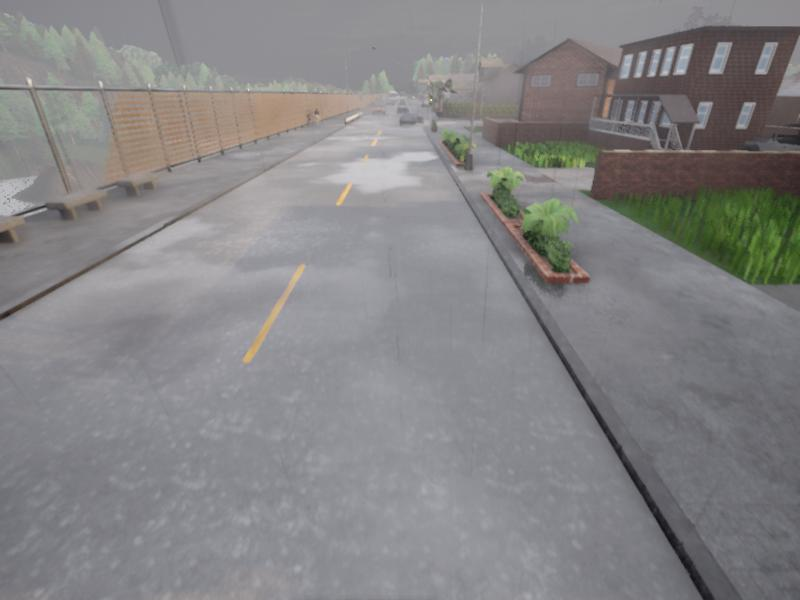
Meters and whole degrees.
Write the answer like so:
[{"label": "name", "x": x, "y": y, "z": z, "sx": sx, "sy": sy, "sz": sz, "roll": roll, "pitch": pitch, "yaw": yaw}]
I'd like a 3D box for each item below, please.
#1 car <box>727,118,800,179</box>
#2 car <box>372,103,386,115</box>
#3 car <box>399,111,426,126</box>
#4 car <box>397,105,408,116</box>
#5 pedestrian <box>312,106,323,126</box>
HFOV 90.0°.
[{"label": "car", "x": 15.622, "y": -6.053, "z": 15.778, "sx": 1.905, "sy": 1.878, "sz": 3.866, "roll": 0, "pitch": 27, "yaw": 0}, {"label": "car", "x": -3.551, "y": -32.269, "z": 67.589, "sx": 2.097, "sy": 1.767, "sz": 4.553, "roll": 0, "pitch": 27, "yaw": 1}, {"label": "car", "x": 1.469, "y": -20.737, "z": 45.600, "sx": 1.994, "sy": 1.385, "sz": 4.181, "roll": 9, "pitch": 28, "yaw": 17}, {"label": "car", "x": 0.413, "y": -32.134, "z": 67.638, "sx": 1.882, "sy": 1.535, "sz": 5.008, "roll": 0, "pitch": 27, "yaw": 0}, {"label": "pedestrian", "x": -8.491, "y": -18.904, "z": 41.130, "sx": 0.751, "sy": 1.860, "sz": 0.751, "roll": 1, "pitch": 27, "yaw": 1}]
